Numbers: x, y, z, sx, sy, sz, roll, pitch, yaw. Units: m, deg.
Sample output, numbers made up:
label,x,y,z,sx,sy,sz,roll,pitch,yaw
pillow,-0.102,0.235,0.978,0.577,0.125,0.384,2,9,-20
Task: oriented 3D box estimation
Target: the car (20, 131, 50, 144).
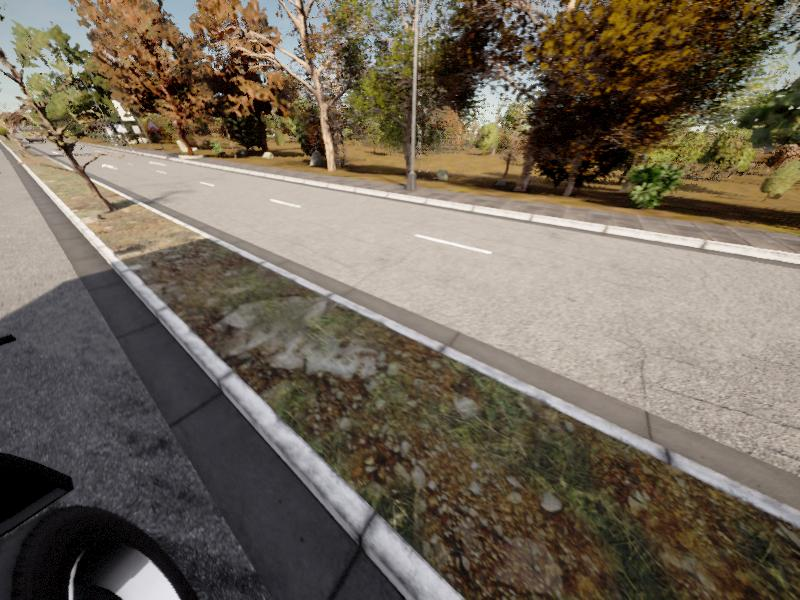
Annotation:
label,x,y,z,sx,sy,sz,roll,pitch,yaw
car,-64.675,-28.833,40.896,4.856,1.649,2.033,23,41,27
